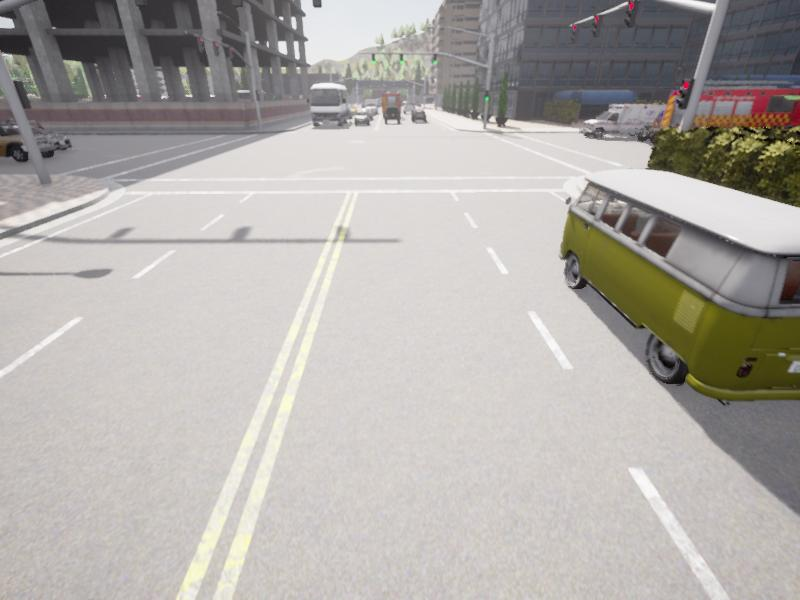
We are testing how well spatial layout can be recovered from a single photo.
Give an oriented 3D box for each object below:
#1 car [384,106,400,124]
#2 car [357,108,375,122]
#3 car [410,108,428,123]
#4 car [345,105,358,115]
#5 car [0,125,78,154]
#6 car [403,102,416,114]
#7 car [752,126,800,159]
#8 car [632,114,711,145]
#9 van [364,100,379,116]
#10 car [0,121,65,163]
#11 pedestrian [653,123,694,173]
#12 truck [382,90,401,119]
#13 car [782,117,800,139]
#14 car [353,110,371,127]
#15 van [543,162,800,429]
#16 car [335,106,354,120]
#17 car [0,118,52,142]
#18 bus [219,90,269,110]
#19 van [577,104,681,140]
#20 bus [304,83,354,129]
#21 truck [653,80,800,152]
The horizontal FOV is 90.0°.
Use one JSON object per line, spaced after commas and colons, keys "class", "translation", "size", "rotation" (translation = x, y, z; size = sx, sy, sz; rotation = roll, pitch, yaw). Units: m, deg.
{"class": "car", "translation": [-0.971, -23.303, 50.298], "size": [1.905, 1.878, 3.866], "rotation": [-1, 27, -1]}
{"class": "car", "translation": [-4.605, -25.529, 55.079], "size": [2.128, 1.511, 4.902], "rotation": [-1, 27, -1]}
{"class": "car", "translation": [2.462, -24.302, 52.651], "size": [2.007, 1.525, 4.514], "rotation": [-1, 27, -1]}
{"class": "car", "translation": [-8.599, -34.111, 71.850], "size": [1.801, 1.575, 5.366], "rotation": [-1, 27, -1]}
{"class": "car", "translation": [-22.256, -9.656, 24.037], "size": [3.806, 1.475, 1.970], "rotation": [0, 27, -1]}
{"class": "car", "translation": [1.785, -36.428, 75.845], "size": [2.150, 2.045, 5.566], "rotation": [-1, 27, -1]}
{"class": "car", "translation": [23.197, -8.850, 22.338], "size": [4.902, 1.511, 2.128], "rotation": [-1, 27, -2]}
{"class": "car", "translation": [19.135, -12.140, 28.377], "size": [3.866, 1.878, 1.905], "rotation": [-1, 27, -2]}
{"class": "van", "translation": [-5.119, -34.823, 72.301], "size": [2.351, 2.431, 6.366], "rotation": [-1, 27, -1]}
{"class": "car", "translation": [-20.851, -8.268, 20.873], "size": [4.605, 1.855, 1.932], "rotation": [0, 27, 1]}
{"class": "pedestrian", "translation": [11.370, -6.341, 16.667], "size": [0.751, 1.860, 0.751], "rotation": [5, 27, 9]}
{"class": "truck", "translation": [-1.342, -30.710, 62.688], "size": [2.891, 3.827, 8.468], "rotation": [-1, 27, -1]}
{"class": "car", "translation": [34.186, -13.804, 32.003], "size": [5.008, 1.535, 1.882], "rotation": [-1, 27, -1]}
{"class": "car", "translation": [-4.340, -20.809, 45.773], "size": [1.789, 1.549, 3.705], "rotation": [-1, 28, -1]}
{"class": "van", "translation": [3.824, -0.581, 5.638], "size": [1.775, 1.987, 4.442], "rotation": [-1, 27, -1]}
{"class": "car", "translation": [-8.239, -27.855, 59.481], "size": [2.242, 1.667, 4.611], "rotation": [-1, 27, -1]}
{"class": "car", "translation": [-29.117, -12.810, 30.150], "size": [3.705, 1.549, 1.789], "rotation": [0, 27, -1]}
{"class": "bus", "translation": [-38.059, -49.063, 98.139], "size": [10.273, 4.253, 3.944], "rotation": [-1, 27, -1]}
{"class": "van", "translation": [17.709, -13.947, 31.331], "size": [6.366, 2.431, 2.351], "rotation": [-1, 27, -2]}
{"class": "bus", "translation": [-7.737, -22.273, 45.694], "size": [3.944, 4.253, 10.273], "rotation": [-1, 27, -1]}
{"class": "truck", "translation": [21.284, -11.439, 24.871], "size": [8.468, 3.827, 2.891], "rotation": [-1, 27, -2]}
